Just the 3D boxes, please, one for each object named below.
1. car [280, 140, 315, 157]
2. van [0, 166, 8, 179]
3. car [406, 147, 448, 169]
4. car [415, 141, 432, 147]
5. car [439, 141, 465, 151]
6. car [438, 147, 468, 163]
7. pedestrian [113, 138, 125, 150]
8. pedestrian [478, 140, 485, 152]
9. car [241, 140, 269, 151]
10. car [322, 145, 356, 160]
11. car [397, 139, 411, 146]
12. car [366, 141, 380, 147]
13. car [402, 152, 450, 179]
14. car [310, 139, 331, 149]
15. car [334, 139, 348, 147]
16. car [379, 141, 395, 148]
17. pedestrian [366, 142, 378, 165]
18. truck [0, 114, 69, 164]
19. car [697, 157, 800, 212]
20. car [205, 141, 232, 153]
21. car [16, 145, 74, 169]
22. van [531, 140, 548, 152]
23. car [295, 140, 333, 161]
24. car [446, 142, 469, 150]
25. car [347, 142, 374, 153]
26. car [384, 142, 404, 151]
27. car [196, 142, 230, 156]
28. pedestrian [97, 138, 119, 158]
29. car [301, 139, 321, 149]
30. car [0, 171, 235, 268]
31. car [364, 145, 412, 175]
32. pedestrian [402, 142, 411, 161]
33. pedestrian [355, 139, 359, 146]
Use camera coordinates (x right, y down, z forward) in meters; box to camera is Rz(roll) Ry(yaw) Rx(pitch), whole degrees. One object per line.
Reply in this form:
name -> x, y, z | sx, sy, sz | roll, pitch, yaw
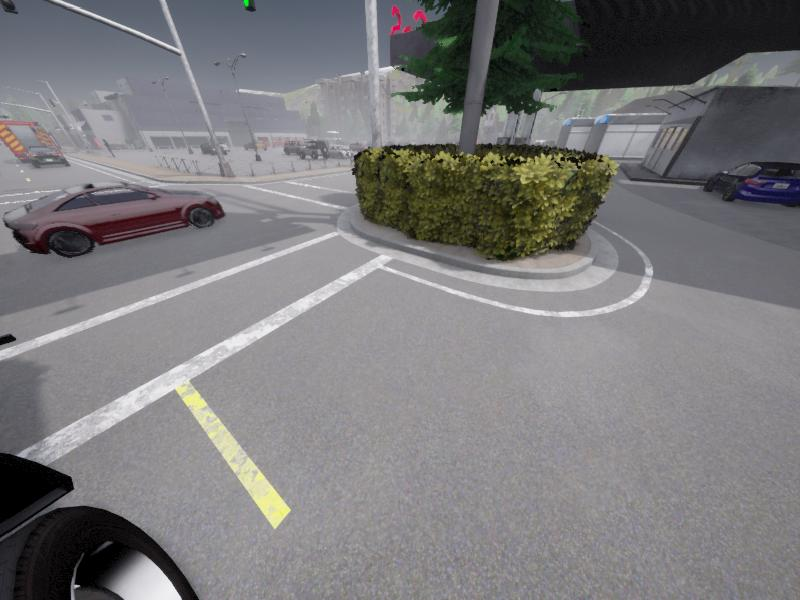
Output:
car -> -14.743, -21.829, 33.139 | 4.605, 1.855, 1.932 | 22, 41, 28
van -> -27.577, -8.896, 14.581 | 4.480, 2.038, 2.069 | 22, 41, 28
car -> 2.837, -14.706, 23.734 | 2.033, 1.649, 4.856 | 22, 41, 28
car -> 7.702, -50.975, 75.388 | 4.792, 1.488, 2.163 | 22, 40, 27
car -> 11.771, -34.985, 52.405 | 5.027, 1.636, 2.152 | 22, 41, 28
car -> 6.480, -17.609, 28.011 | 1.970, 1.475, 3.806 | 22, 41, 28
pedestrian -> -54.029, -29.952, 44.446 | 0.751, 1.860, 0.751 | 28, 44, 34
pedestrian -> 15.635, -29.653, 44.533 | 0.751, 1.860, 0.751 | 22, 41, 28
car -> -27.214, -29.028, 43.370 | 5.027, 1.636, 2.152 | 22, 41, 28
car -> -7.764, -18.818, 29.370 | 3.806, 1.475, 1.970 | 22, 41, 28
car -> 1.369, -53.645, 78.790 | 4.605, 1.855, 1.932 | 22, 40, 27
car -> -7.848, -45.076, 66.670 | 3.633, 1.501, 1.845 | 22, 41, 28
car -> 2.071, -10.525, 17.925 | 1.816, 1.474, 4.193 | 22, 41, 28
car -> -18.580, -36.600, 54.083 | 4.605, 1.855, 1.932 | 22, 41, 28
car -> -18.773, -50.131, 73.639 | 1.905, 1.878, 3.866 | 22, 41, 28
car -> -3.462, -41.203, 61.220 | 3.806, 1.475, 1.970 | 22, 41, 28
pedestrian -> -2.742, -14.512, 22.910 | 0.751, 1.860, 0.751 | 22, 41, 28
truck -> -38.715, -16.619, 23.921 | 8.468, 3.827, 2.891 | 22, 41, 28
car -> 17.423, -5.821, 11.299 | 2.242, 1.667, 4.611 | 22, 41, 28
car -> -30.616, -25.835, 38.951 | 3.806, 1.475, 1.970 | 22, 41, 28
car -> -31.420, -12.709, 20.411 | 4.974, 1.542, 2.038 | 22, 41, 28
van -> 30.849, -34.152, 51.177 | 2.069, 2.038, 4.480 | 22, 41, 28
car -> -10.164, -17.688, 27.256 | 3.866, 1.878, 1.905 | 22, 41, 28
car -> 13.521, -36.471, 54.543 | 4.514, 1.523, 2.007 | 22, 41, 28
car -> -7.041, -27.292, 41.296 | 4.514, 1.523, 2.007 | 22, 41, 28
car -> -1.296, -31.964, 48.006 | 3.633, 1.501, 1.845 | 22, 41, 28
car -> -26.925, -21.719, 33.246 | 4.514, 1.523, 2.007 | 22, 41, 28
pedestrian -> -34.402, -17.937, 27.273 | 0.751, 1.860, 0.751 | -23, 41, -29
car -> -19.902, -35.113, 51.926 | 3.866, 1.878, 1.905 | 22, 41, 28
car -> -7.663, -2.592, 6.576 | 1.994, 1.385, 4.181 | 23, 41, 27
car -> -0.882, -11.790, 19.339 | 1.905, 1.878, 3.866 | 22, 41, 28
pedestrian -> 0.802, -17.475, 27.141 | 0.751, 1.860, 0.751 | 21, 40, 27
pedestrian -> -13.852, -50.654, 74.118 | 0.751, 1.860, 0.751 | 4, 35, 5
